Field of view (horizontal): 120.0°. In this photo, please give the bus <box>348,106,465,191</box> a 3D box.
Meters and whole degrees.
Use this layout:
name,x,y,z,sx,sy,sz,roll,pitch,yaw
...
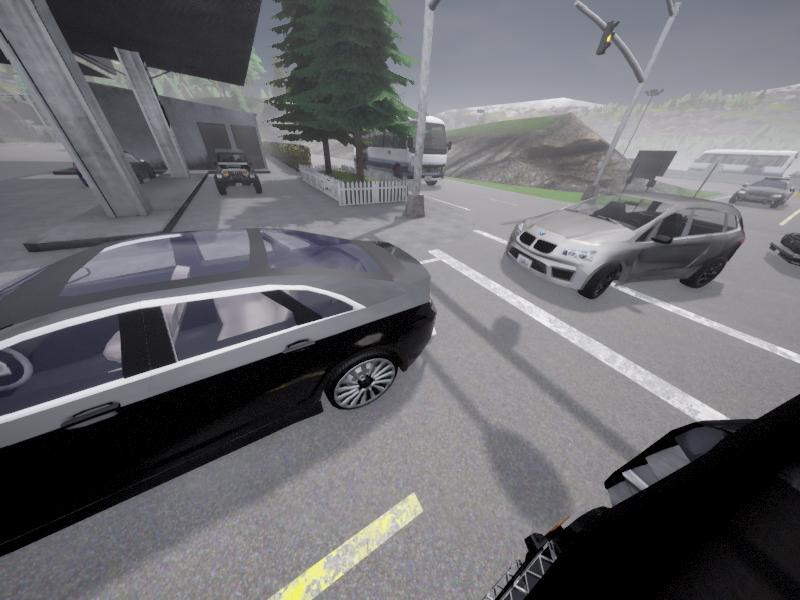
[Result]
name,x,y,z,sx,sy,sz,roll,pitch,yaw
bus,-0.336,-11.901,18.342,3.944,4.253,10.273,-16,38,-26

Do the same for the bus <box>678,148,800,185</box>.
name,x,y,z,sx,sy,sz,roll,pitch,yaw
bus,54.113,-21.725,37.345,3.944,4.253,10.273,-16,38,-26

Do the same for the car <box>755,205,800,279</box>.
name,x,y,z,sx,sy,sz,roll,pitch,yaw
car,12.223,-0.560,4.611,5.357,1.411,2.033,29,41,34

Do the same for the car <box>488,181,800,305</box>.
name,x,y,z,sx,sy,sz,roll,pitch,yaw
car,4.765,-1.399,5.001,4.611,1.667,2.242,-5,34,-14

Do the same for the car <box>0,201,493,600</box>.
name,x,y,z,sx,sy,sz,roll,pitch,yaw
car,-1.948,0.338,1.921,4.902,1.511,2.128,-16,38,-26

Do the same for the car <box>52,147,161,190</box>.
name,x,y,z,sx,sy,sz,roll,pitch,yaw
car,-15.822,-7.472,12.935,2.242,1.667,4.611,-16,38,-26

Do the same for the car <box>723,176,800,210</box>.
name,x,y,z,sx,sy,sz,roll,pitch,yaw
car,23.823,-7.067,15.045,4.974,1.542,2.038,-16,38,-26

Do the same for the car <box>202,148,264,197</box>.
name,x,y,z,sx,sy,sz,roll,pitch,yaw
car,-8.743,-6.876,12.282,1.905,1.878,3.866,-16,38,-26

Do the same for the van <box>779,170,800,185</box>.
name,x,y,z,sx,sy,sz,roll,pitch,yaw
van,63.839,-18.934,35.949,1.775,1.987,4.442,-16,38,-26
